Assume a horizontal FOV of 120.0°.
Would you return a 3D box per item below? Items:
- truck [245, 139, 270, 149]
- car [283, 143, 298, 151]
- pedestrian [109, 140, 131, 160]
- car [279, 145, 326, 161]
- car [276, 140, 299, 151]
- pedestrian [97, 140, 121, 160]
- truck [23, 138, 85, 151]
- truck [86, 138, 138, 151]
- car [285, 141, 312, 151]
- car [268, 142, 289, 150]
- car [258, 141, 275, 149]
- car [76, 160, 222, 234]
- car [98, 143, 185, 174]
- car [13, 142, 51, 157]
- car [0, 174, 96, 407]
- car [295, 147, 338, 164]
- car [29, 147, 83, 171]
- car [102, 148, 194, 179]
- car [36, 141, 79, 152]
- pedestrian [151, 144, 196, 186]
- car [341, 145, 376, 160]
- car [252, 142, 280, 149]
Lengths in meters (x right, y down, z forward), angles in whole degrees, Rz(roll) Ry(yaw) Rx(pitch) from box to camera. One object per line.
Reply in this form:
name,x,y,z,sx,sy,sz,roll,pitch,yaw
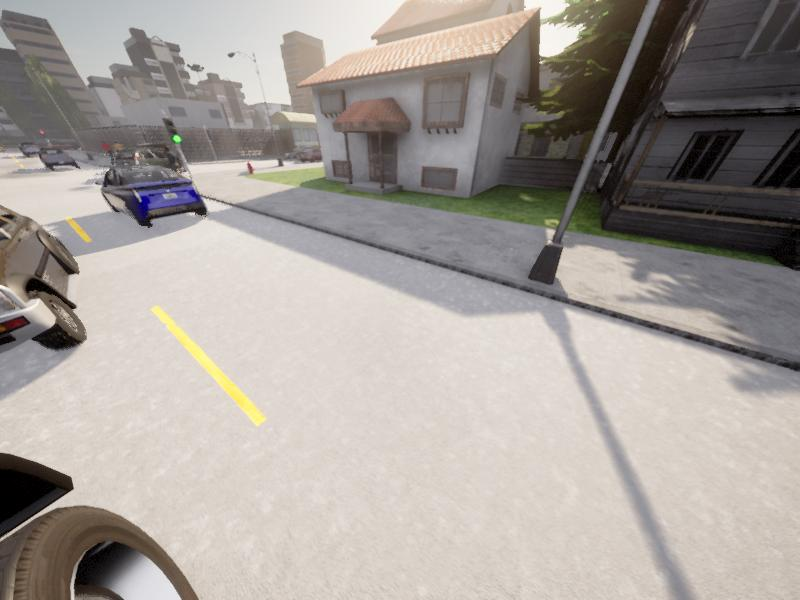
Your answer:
truck,-35.775,-39.395,58.224,2.069,2.038,4.478,22,40,28
car,-23.602,-33.172,49.921,1.481,1.379,2.207,22,40,28
pedestrian,-31.234,-16.723,25.797,0.751,1.860,0.751,22,40,28
car,-12.221,-18.688,29.334,2.128,1.511,4.902,22,40,28
car,-24.879,-34.462,51.393,1.905,1.878,3.866,22,40,28
pedestrian,-32.657,-16.818,25.921,0.751,1.860,0.751,18,39,23
truck,-67.870,-30.694,45.520,2.390,2.098,6.274,17,38,23
truck,-60.667,-32.941,48.807,2.390,2.098,6.274,22,40,28
car,-21.505,-32.838,49.280,2.242,1.667,4.611,22,40,28
car,-28.547,-36.448,54.503,1.845,1.501,3.633,22,40,28
car,-32.527,-37.662,56.189,3.705,1.547,1.789,22,40,28
car,-8.556,-3.714,7.888,4.514,1.525,2.007,22,40,28
car,-20.628,-11.564,18.713,1.905,1.878,3.866,16,37,21
car,-51.149,-20.929,32.085,4.856,1.649,2.033,22,40,28
car,-6.040,-0.347,2.905,4.605,1.855,1.932,24,41,33
car,-9.573,-16.757,26.714,1.994,1.385,4.181,21,40,27
car,-29.438,-12.136,19.767,3.633,1.501,1.845,22,40,28
car,-17.676,-9.885,16.579,1.851,1.617,3.988,2,35,3
car,-64.367,-28.998,43.549,1.851,1.617,3.988,2,35,3
pedestrian,-11.970,-7.164,12.289,0.751,1.860,0.751,4,35,4
car,-5.587,-20.090,31.392,2.007,1.525,4.514,22,40,28
car,-32.622,-37.753,56.444,2.033,1.415,5.357,22,40,28
